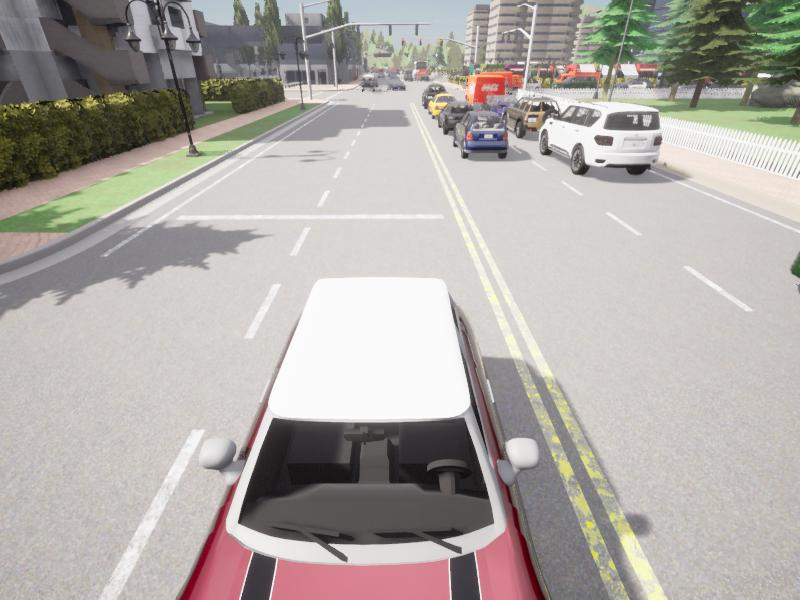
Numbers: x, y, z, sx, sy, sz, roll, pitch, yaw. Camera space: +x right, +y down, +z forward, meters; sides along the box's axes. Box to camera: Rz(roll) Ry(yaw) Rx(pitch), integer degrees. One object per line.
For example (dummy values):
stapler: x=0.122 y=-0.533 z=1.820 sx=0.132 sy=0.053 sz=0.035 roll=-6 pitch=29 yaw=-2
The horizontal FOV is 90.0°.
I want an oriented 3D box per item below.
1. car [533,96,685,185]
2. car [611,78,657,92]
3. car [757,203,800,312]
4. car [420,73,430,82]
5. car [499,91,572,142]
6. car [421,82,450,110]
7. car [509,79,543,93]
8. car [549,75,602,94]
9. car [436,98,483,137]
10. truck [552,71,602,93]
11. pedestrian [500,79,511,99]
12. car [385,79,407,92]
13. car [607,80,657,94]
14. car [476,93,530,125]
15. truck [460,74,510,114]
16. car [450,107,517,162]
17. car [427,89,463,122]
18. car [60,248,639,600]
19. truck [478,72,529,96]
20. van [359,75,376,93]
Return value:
car: x=6.667 y=-5.727 z=13.801 sx=2.150 sy=2.045 sz=5.566 roll=0 pitch=30 yaw=-1
car: x=31.961 y=-29.399 z=54.745 sx=4.856 sy=1.649 sz=2.033 roll=-1 pitch=30 yaw=-2
car: x=6.824 y=0.304 z=3.474 sx=2.150 sy=2.045 sz=5.566 roll=-1 pitch=31 yaw=-1
car: x=5.618 y=-51.022 z=91.787 sx=1.930 sy=1.638 sz=5.238 roll=0 pitch=30 yaw=-1
car: x=6.583 y=-9.310 z=20.104 sx=1.932 sy=1.855 sz=4.605 roll=0 pitch=30 yaw=-1
car: x=2.904 y=-17.075 z=33.405 sx=1.932 sy=1.855 sz=4.605 roll=0 pitch=30 yaw=-1
car: x=17.069 y=-29.144 z=54.347 sx=3.988 sy=1.617 sz=1.851 roll=0 pitch=30 yaw=0
car: x=22.420 y=-27.629 z=51.316 sx=5.566 sy=2.045 sz=2.150 roll=-1 pitch=30 yaw=-2
car: x=3.065 y=-9.828 z=21.392 sx=1.816 sy=1.474 sz=4.193 roll=0 pitch=30 yaw=-1
truck: x=23.858 y=-29.601 z=54.285 sx=5.204 sy=2.467 sz=2.627 roll=-1 pitch=30 yaw=-2
pedestrian: x=11.185 y=-22.428 z=42.543 sx=0.751 sy=1.860 sz=0.751 roll=-2 pitch=30 yaw=-4
car: x=-0.643 y=-31.009 z=57.669 sx=2.163 sy=1.488 sz=4.792 roll=-7 pitch=31 yaw=-12
car: x=29.866 y=-27.544 z=51.683 sx=4.974 sy=1.542 sz=2.038 roll=-1 pitch=30 yaw=-2
car: x=6.506 y=-12.431 z=25.844 sx=2.163 sy=1.488 sz=4.792 roll=0 pitch=30 yaw=-1
truck: x=6.432 y=-16.073 z=31.102 sx=2.627 sy=2.467 sz=5.204 roll=0 pitch=30 yaw=-1
car: x=3.141 y=-6.677 z=15.916 sx=1.789 sy=1.549 sz=3.705 roll=0 pitch=30 yaw=-1
car: x=2.985 y=-13.395 z=27.396 sx=1.801 sy=1.575 sz=5.366 roll=0 pitch=30 yaw=-1
car: x=-0.172 y=1.064 z=2.755 sx=1.970 sy=1.475 sz=3.806 roll=0 pitch=30 yaw=0
truck: x=12.279 y=-25.873 z=47.884 sx=5.204 sy=2.467 sz=2.627 roll=0 pitch=30 yaw=-1
van: x=-4.386 y=-29.657 z=54.800 sx=2.069 sy=2.038 sz=4.480 roll=0 pitch=30 yaw=-1
